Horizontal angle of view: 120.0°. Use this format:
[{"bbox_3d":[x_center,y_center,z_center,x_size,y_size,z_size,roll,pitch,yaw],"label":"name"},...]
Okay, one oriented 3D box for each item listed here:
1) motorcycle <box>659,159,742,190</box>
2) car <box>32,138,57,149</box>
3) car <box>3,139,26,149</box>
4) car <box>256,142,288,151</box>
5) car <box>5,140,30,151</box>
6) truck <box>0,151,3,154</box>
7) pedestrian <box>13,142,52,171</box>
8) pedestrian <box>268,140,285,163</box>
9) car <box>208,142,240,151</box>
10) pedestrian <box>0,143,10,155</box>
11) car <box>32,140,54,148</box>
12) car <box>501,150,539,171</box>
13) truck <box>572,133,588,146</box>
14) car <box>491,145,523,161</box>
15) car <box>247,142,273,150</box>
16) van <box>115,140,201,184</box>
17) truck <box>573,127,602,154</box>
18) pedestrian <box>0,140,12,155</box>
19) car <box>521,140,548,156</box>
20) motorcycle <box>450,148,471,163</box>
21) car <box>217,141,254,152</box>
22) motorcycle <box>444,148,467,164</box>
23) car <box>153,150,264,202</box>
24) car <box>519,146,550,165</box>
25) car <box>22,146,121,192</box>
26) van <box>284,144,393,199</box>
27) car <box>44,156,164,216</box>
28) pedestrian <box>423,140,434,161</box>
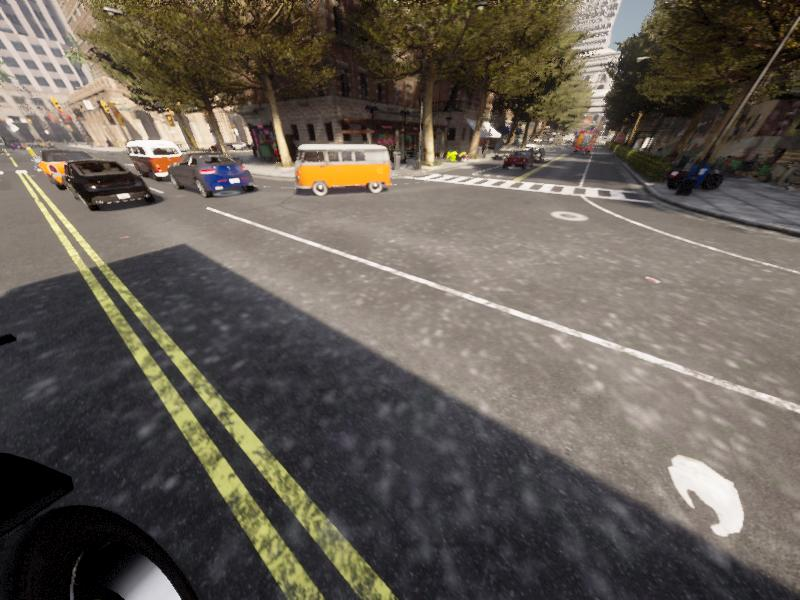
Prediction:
[{"bbox_3d":[14.788,-6.186,11.470,2.356,1.277,0.764,3,25,4],"label":"motorcycle"},{"bbox_3d":[-72.563,-31.976,47.171,4.605,1.855,1.932,22,41,28],"label":"car"},{"bbox_3d":[-82.242,-33.383,49.304,5.238,1.638,1.930,23,41,29],"label":"car"},{"bbox_3d":[-26.449,-31.911,47.835,2.033,1.411,5.357,22,41,28],"label":"car"},{"bbox_3d":[-71.829,-29.037,43.351,4.193,1.474,1.816,22,41,28],"label":"car"},{"bbox_3d":[-61.129,-22.630,33.467,5.204,2.467,2.627,22,41,28],"label":"truck"},{"bbox_3d":[-27.840,-10.904,17.542,0.751,1.860,0.751,25,42,30],"label":"pedestrian"},{"bbox_3d":[-11.827,-14.271,22.178,0.751,1.860,0.751,23,41,28],"label":"pedestrian"},{"bbox_3d":[-33.743,-29.472,44.340,1.994,1.385,4.181,22,41,28],"label":"car"},{"bbox_3d":[-56.172,-21.372,32.207,0.751,1.860,0.751,9,36,13],"label":"pedestrian"},{"bbox_3d":[-77.424,-33.845,50.091,3.633,1.501,1.845,22,41,28],"label":"car"},{"bbox_3d":[10.945,-12.730,20.951,1.895,1.301,4.718,22,41,28],"label":"car"},{"bbox_3d":[62.797,-55.995,80.574,2.891,3.827,8.468,22,41,28],"label":"truck"},{"bbox_3d":[13.555,-18.657,29.246,2.231,1.521,4.892,22,41,28],"label":"car"},{"bbox_3d":[-29.652,-32.785,49.075,1.994,1.385,4.181,23,41,29],"label":"car"},{"bbox_3d":[-15.020,-8.686,14.371,4.480,2.038,2.069,22,41,28],"label":"van"},{"bbox_3d":[36.068,-30.713,44.480,2.891,3.827,8.468,22,41,28],"label":"truck"},{"bbox_3d":[-55.585,-21.257,32.044,0.751,1.860,0.751,9,36,12],"label":"pedestrian"},{"bbox_3d":[22.383,-25.401,38.385,2.435,2.045,5.566,22,41,28],"label":"car"},{"bbox_3d":[6.224,-14.920,23.809,1.805,1.236,0.856,3,35,4],"label":"motorcycle"},{"bbox_3d":[-30.570,-28.631,43.027,2.038,1.542,4.974,22,41,28],"label":"car"},{"bbox_3d":[5.544,-14.422,23.168,2.033,1.145,0.803,3,45,4],"label":"motorcycle"},{"bbox_3d":[-9.325,-6.204,11.251,5.027,1.651,2.152,22,41,28],"label":"car"},{"bbox_3d":[14.733,-15.888,25.308,1.970,1.475,3.806,22,41,28],"label":"car"},{"bbox_3d":[-17.681,-7.206,12.464,4.553,1.767,2.097,22,41,28],"label":"car"},{"bbox_3d":[-2.729,-6.170,10.935,4.442,1.987,1.775,-10,36,-14],"label":"van"},{"bbox_3d":[-11.896,-4.738,9.262,4.892,1.490,1.837,22,41,28],"label":"car"},{"bbox_3d":[3.016,-15.814,24.477,0.751,1.860,0.751,26,43,32],"label":"pedestrian"}]
